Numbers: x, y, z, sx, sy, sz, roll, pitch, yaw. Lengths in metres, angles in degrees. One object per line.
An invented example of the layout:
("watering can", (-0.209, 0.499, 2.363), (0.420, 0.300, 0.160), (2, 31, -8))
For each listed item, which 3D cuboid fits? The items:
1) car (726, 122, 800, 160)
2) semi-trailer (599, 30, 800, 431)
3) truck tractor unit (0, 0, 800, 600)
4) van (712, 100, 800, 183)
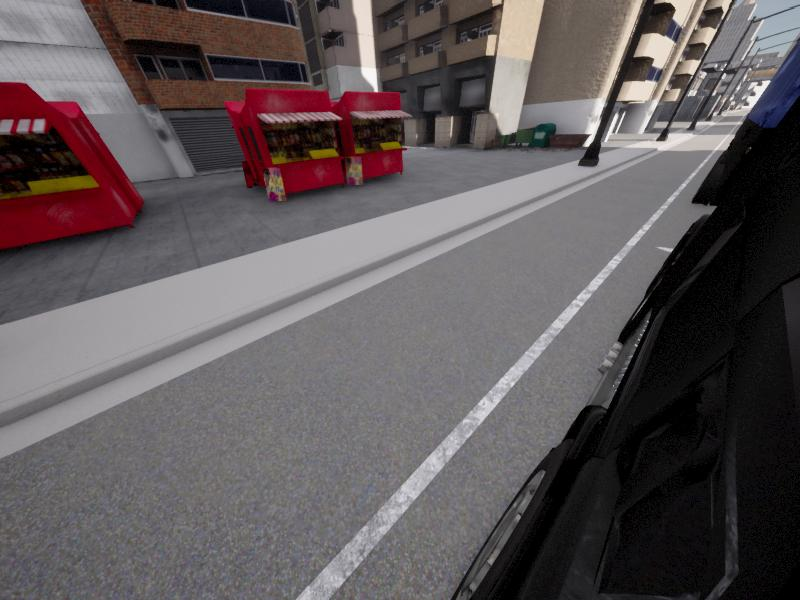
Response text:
("car", (22.055, -9.673, 13.941), (4.902, 1.511, 2.128), (-28, 44, -30))
("semi-trailer", (8.635, -3.647, 4.288), (14.254, 4.402, 2.717), (-29, 44, -30))
("truck tractor unit", (2.645, -0.295, 0.351), (6.516, 4.208, 3.053), (-28, 44, -30))
("van", (16.397, -6.999, 9.961), (6.366, 2.431, 2.351), (-28, 44, -30))
